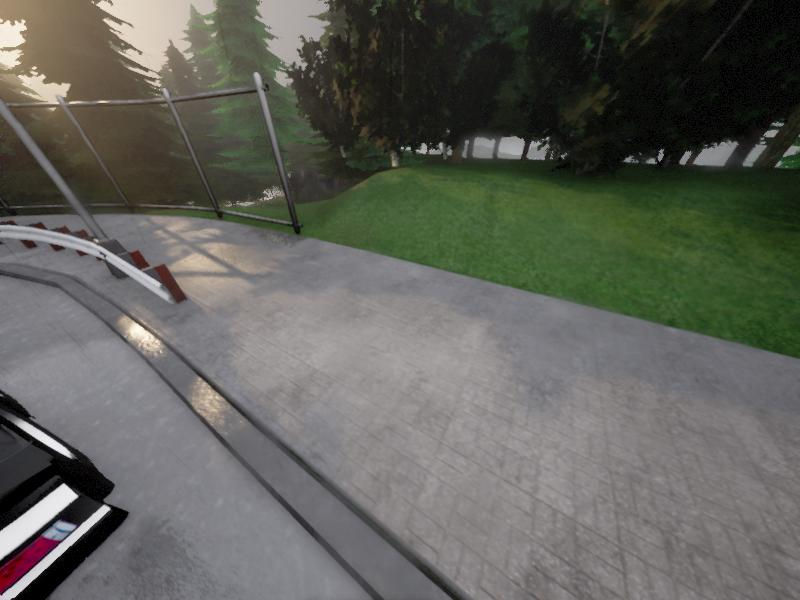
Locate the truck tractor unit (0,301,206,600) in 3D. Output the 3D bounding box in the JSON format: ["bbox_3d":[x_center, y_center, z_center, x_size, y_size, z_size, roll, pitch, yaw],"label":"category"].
[{"bbox_3d":[-5.229,-0.162,0.575,6.516,4.208,3.053,13,37,18],"label":"truck tractor unit"}]
